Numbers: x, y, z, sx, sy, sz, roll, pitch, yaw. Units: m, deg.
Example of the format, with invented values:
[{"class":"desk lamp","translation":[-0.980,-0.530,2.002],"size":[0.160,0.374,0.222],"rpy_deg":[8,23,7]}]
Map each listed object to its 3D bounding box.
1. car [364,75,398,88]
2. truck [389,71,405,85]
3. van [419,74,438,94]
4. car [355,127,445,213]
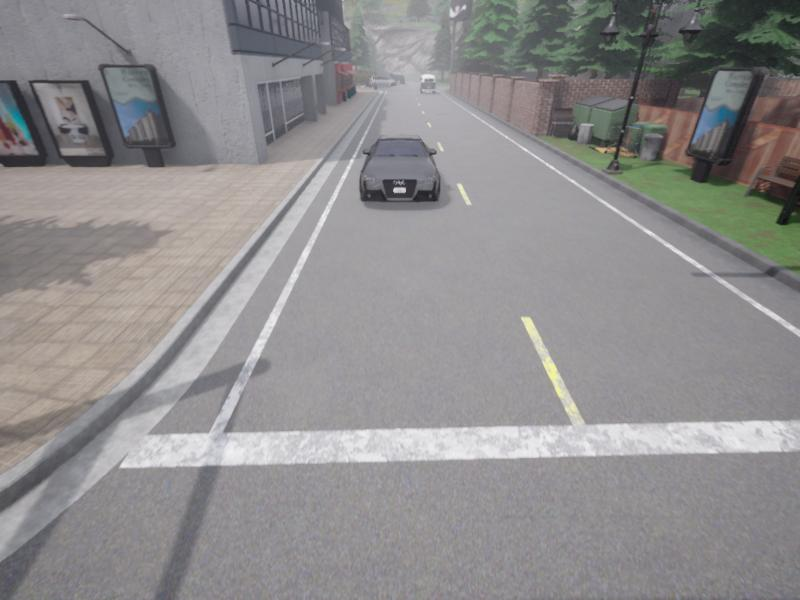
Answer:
[{"class":"car","translation":[-2.828,-33.320,60.951],"size":[4.611,1.667,2.242],"rpy_deg":[-13,33,-22]},{"class":"truck","translation":[-0.559,-41.696,75.041],"size":[2.390,2.098,6.274],"rpy_deg":[-3,31,-6]},{"class":"van","translation":[3.474,-27.009,50.065],"size":[2.069,2.038,4.480],"rpy_deg":[0,30,0]},{"class":"car","translation":[-0.005,-3.750,11.024],"size":[1.994,1.385,4.181],"rpy_deg":[0,30,0]}]
